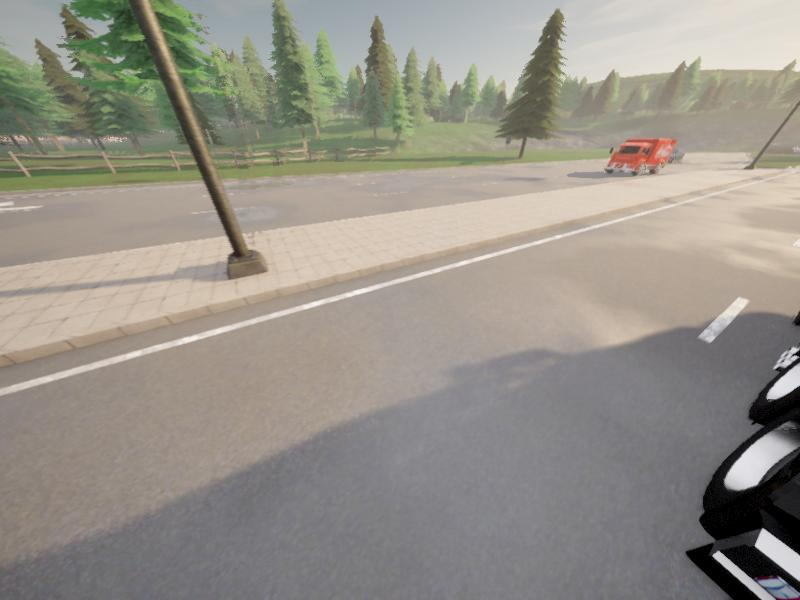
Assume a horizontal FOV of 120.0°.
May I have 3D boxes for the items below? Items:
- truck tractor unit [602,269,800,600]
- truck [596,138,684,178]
[{"bbox_3d":[5.116,-0.295,0.788,6.516,4.208,3.053,-18,38,-24],"label":"truck tractor unit"},{"bbox_3d":[19.258,-11.540,18.643,5.204,2.467,2.627,-17,39,-24],"label":"truck"}]
